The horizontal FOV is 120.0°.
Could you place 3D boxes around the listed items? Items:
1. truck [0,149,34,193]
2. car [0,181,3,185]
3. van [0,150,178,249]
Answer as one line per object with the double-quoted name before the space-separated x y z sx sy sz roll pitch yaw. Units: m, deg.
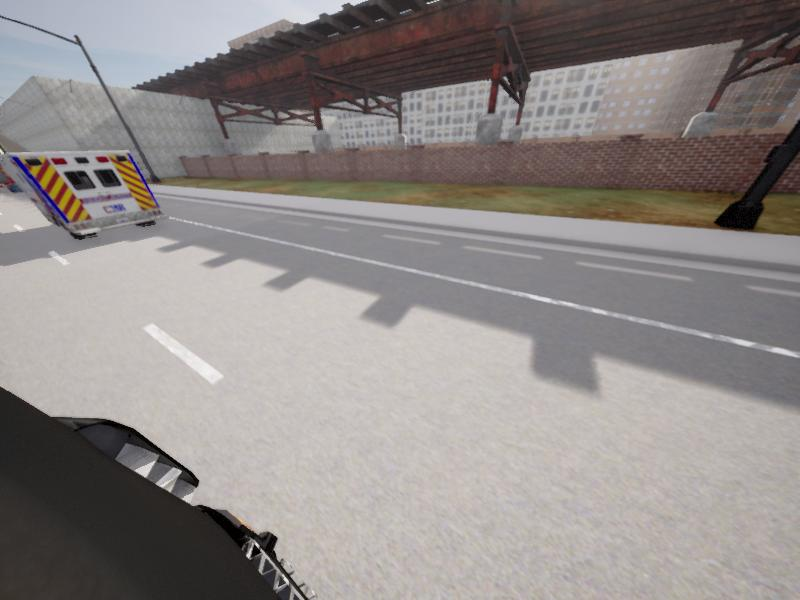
"truck" -41.183 -13.002 22.926 8.468 3.827 2.891 16 38 26
"car" -55.036 -16.009 30.561 4.674 1.442 1.812 16 38 26
"van" -11.670 -3.928 8.487 6.366 2.431 2.351 16 38 26
